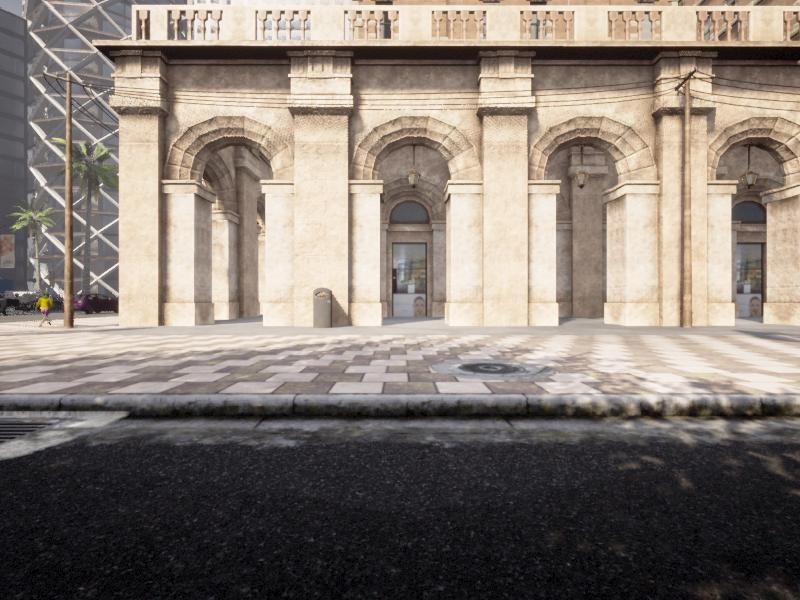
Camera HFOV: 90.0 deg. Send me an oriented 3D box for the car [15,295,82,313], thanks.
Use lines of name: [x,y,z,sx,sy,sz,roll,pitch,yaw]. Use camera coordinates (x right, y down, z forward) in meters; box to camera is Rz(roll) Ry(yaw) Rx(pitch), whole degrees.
car: [-29.330,0.306,33.574,1.994,1.385,4.181,0,0,-1]

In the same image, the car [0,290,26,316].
car: [-25.825,0.170,24.006,1.930,1.638,5.238,0,0,0]

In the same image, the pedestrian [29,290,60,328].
pedestrian: [-10.737,0.265,12.105,0.500,1.100,0.500,0,0,-7]

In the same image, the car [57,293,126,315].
car: [-22.326,0.254,29.207,1.816,1.474,4.193,0,0,0]
